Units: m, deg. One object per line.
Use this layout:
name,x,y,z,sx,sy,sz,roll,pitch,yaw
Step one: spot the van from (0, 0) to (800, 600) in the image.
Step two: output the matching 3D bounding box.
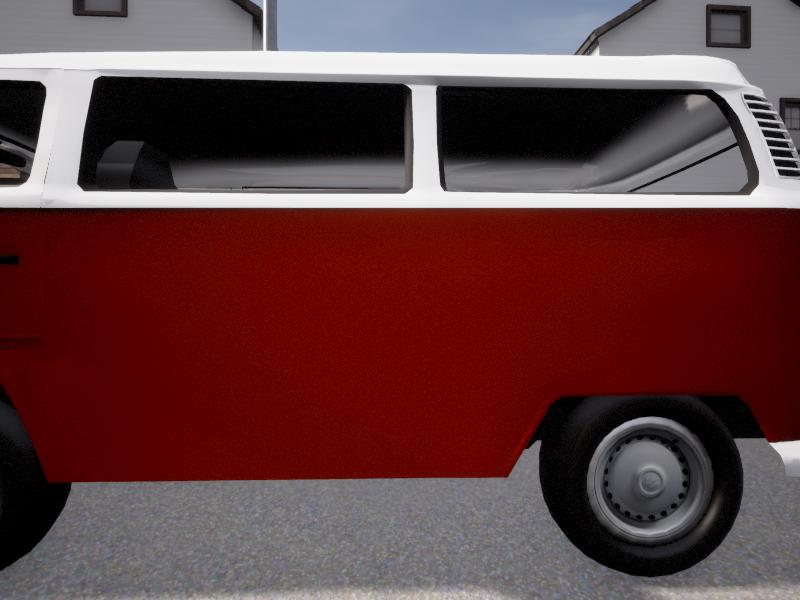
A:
van,-0.423,-0.028,2.192,4.480,2.038,2.069,0,0,-2
